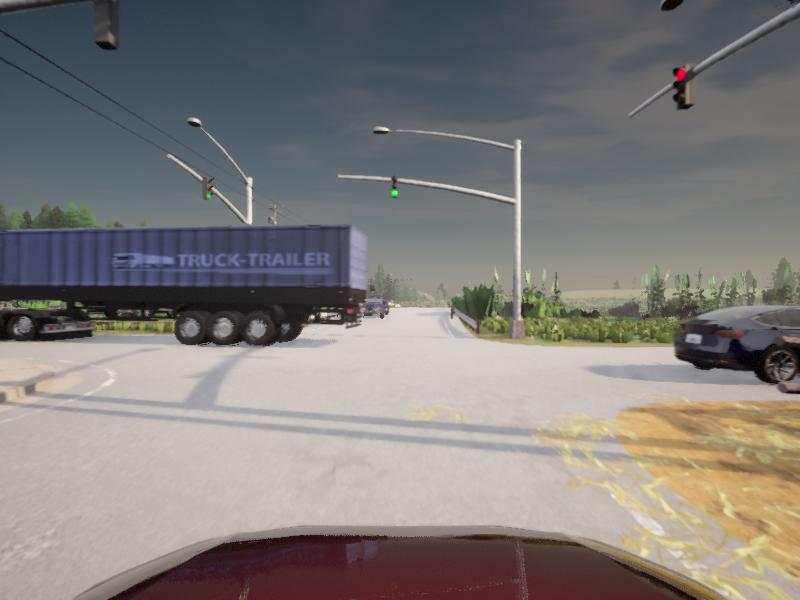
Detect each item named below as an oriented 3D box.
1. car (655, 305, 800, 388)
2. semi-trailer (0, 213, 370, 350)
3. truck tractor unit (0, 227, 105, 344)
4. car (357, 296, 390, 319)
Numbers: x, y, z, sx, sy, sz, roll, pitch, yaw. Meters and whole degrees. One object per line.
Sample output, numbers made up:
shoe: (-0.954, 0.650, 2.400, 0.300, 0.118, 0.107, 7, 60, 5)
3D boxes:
car: (8.459, 0.856, 8.476, 4.792, 1.488, 2.163, 0, 0, -3)
semi-trailer: (-8.410, -0.621, 15.195, 14.254, 4.402, 2.717, 0, 0, 8)
truck tractor unit: (-16.266, -0.546, 16.142, 6.516, 4.208, 3.053, 0, 0, 3)
car: (-1.927, 0.495, 30.356, 1.812, 1.442, 4.674, 0, 3, 5)
